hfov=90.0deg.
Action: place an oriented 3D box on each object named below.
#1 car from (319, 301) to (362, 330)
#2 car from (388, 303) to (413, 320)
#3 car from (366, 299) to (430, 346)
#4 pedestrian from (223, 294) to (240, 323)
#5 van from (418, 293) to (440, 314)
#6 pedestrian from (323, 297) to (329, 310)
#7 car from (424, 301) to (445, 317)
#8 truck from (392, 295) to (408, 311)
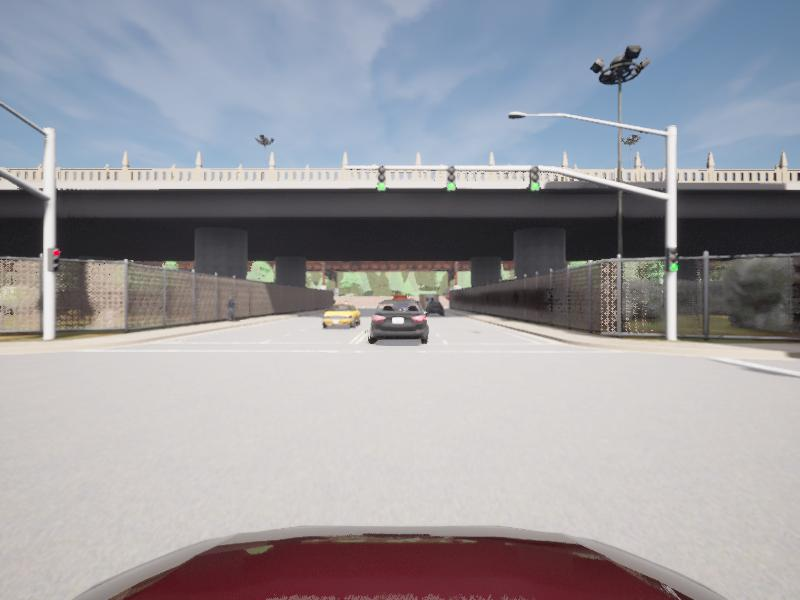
[{"bbox_3d":[-3.497,0.845,24.487,1.801,1.575,5.366,0,0,0],"label":"car"},{"bbox_3d":[0.007,0.947,35.098,2.033,1.411,5.357,0,0,0],"label":"car"},{"bbox_3d":[-0.005,0.794,16.357,2.242,1.667,4.611,0,0,2],"label":"car"},{"bbox_3d":[-10.997,0.524,26.116,0.751,1.860,0.751,0,0,1],"label":"pedestrian"},{"bbox_3d":[3.506,0.444,49.909,2.351,2.431,6.366,0,0,0],"label":"van"},{"bbox_3d":[-10.943,0.549,59.309,0.751,1.860,0.751,0,0,0],"label":"pedestrian"},{"bbox_3d":[3.504,0.903,41.418,1.837,1.490,4.892,0,0,0],"label":"car"},{"bbox_3d":[0.005,0.432,65.549,2.627,2.467,5.204,0,0,0],"label":"truck"}]
